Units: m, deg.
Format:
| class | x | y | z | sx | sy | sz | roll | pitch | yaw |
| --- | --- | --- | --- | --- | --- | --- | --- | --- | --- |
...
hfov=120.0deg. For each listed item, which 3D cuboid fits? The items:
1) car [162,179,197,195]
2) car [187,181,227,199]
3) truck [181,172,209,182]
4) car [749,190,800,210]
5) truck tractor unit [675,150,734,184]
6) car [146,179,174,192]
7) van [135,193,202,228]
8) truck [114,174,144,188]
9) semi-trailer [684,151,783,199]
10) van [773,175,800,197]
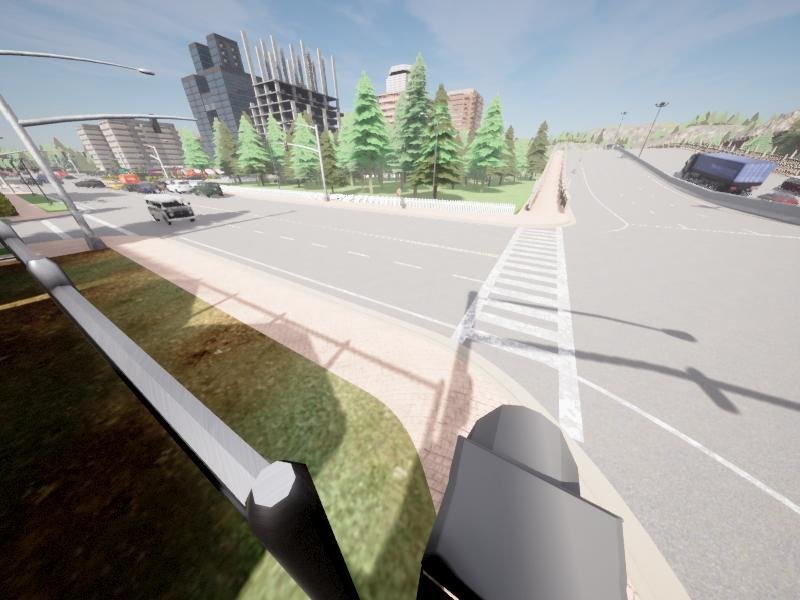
| class | x | y | z | sx | sy | sz | roll | pitch | yaw |
| --- | --- | --- | --- | --- | --- | --- | --- | --- | --- |
| car | -37.627 | -19.306 | 39.406 | 5.566 | 2.045 | 2.150 | 17 | 34 | 27 |
| car | -29.151 | -16.711 | 34.900 | 5.566 | 2.045 | 2.150 | 17 | 34 | 27 |
| truck | -62.560 | -37.542 | 70.571 | 2.627 | 2.467 | 5.204 | 16 | 33 | 26 |
| car | 41.876 | -11.225 | 25.732 | 1.994 | 1.385 | 4.181 | 21 | 38 | 32 |
| truck tractor unit | 51.820 | -22.885 | 39.698 | 3.053 | 4.208 | 6.516 | 16 | 41 | 26 |
| car | -45.006 | -21.499 | 43.368 | 4.605 | 1.855 | 1.932 | 17 | 34 | 27 |
| van | -18.604 | -7.311 | 18.629 | 4.480 | 2.038 | 2.069 | 17 | 34 | 27 |
| truck | -60.197 | -26.418 | 51.291 | 5.204 | 2.467 | 2.627 | 17 | 34 | 27 |
| semi-trailer | 47.874 | -18.853 | 34.181 | 2.717 | 4.402 | 14.254 | 16 | 39 | 26 |
| van | 53.143 | -15.184 | 30.629 | 1.775 | 1.987 | 4.442 | 16 | 39 | 26 |
